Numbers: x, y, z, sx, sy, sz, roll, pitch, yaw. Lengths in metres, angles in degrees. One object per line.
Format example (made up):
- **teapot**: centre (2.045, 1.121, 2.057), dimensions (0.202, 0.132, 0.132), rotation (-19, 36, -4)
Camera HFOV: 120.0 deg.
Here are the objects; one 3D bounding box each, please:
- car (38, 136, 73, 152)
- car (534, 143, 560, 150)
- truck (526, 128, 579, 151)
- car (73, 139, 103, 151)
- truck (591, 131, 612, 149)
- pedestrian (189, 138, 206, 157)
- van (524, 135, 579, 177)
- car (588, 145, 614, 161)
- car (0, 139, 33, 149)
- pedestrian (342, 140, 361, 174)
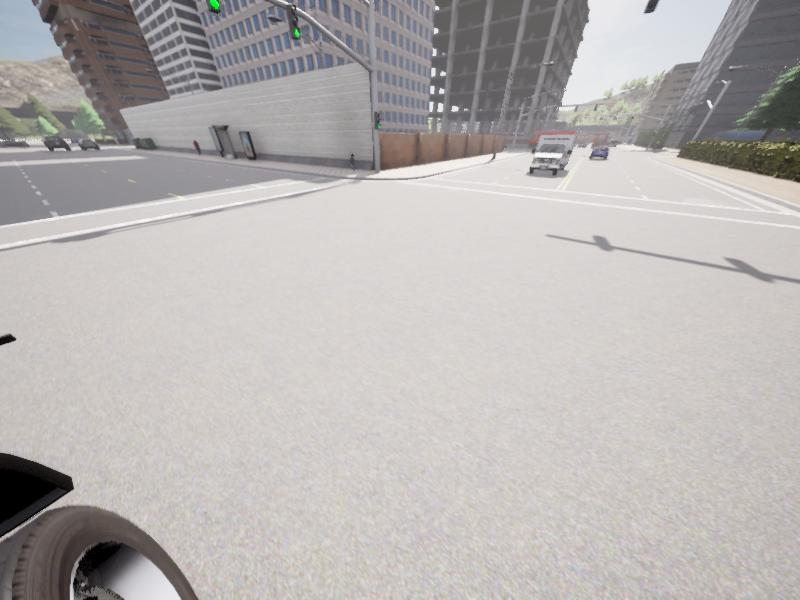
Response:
- **car**: centre (-57.225, -25.990, 38.404), dimensions (5.566, 2.045, 2.150), rotation (22, 41, 28)
- **car**: centre (33.838, -35.378, 53.201), dimensions (4.718, 1.301, 1.895), rotation (22, 40, 27)
- **truck**: centre (32.649, -34.447, 49.683), dimensions (8.468, 3.827, 2.891), rotation (22, 40, 27)
- **car**: centre (-55.158, -27.447, 40.833), dimensions (4.856, 1.649, 2.033), rotation (22, 41, 28)
- **truck**: centre (54.759, -43.691, 62.959), dimensions (2.891, 3.827, 8.468), rotation (22, 41, 28)
- **pedestrian**: centre (-23.818, -17.961, 27.171), dimensions (0.751, 1.860, 0.751), rotation (25, 42, 30)
- **van**: centre (12.158, -11.580, 18.350), dimensions (2.351, 2.431, 6.366), rotation (22, 41, 28)
- **car**: centre (26.363, -19.381, 30.297), dimensions (2.007, 1.525, 4.514), rotation (23, 41, 29)
- **car**: centre (-75.970, -30.650, 45.353), dimensions (1.789, 1.549, 3.705), rotation (22, 41, 28)
- **pedestrian**: centre (-3.222, -9.562, 15.452), dimensions (0.751, 1.860, 0.751), rotation (21, 40, 26)
